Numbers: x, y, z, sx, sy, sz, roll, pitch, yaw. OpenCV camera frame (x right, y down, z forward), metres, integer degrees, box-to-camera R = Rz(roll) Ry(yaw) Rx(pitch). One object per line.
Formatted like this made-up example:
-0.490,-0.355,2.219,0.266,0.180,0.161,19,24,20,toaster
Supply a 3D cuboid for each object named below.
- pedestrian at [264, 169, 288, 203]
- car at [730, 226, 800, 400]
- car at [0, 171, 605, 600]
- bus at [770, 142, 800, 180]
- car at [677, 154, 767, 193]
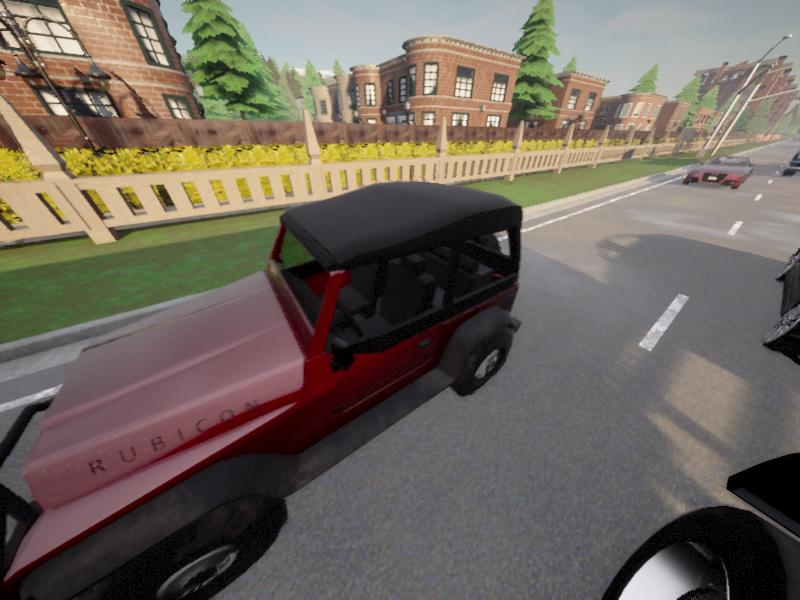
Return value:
-4.824,-4.456,9.005,0.500,1.100,0.500,-18,39,-23,pedestrian
6.499,-0.115,2.715,4.902,1.511,2.128,-22,41,-28,car
-0.498,0.112,2.113,3.866,1.878,1.905,-22,41,-28,car
28.859,-10.245,14.539,10.273,4.253,3.944,-22,41,-28,bus
17.227,-6.883,12.355,4.181,1.385,1.994,-22,41,-28,car
